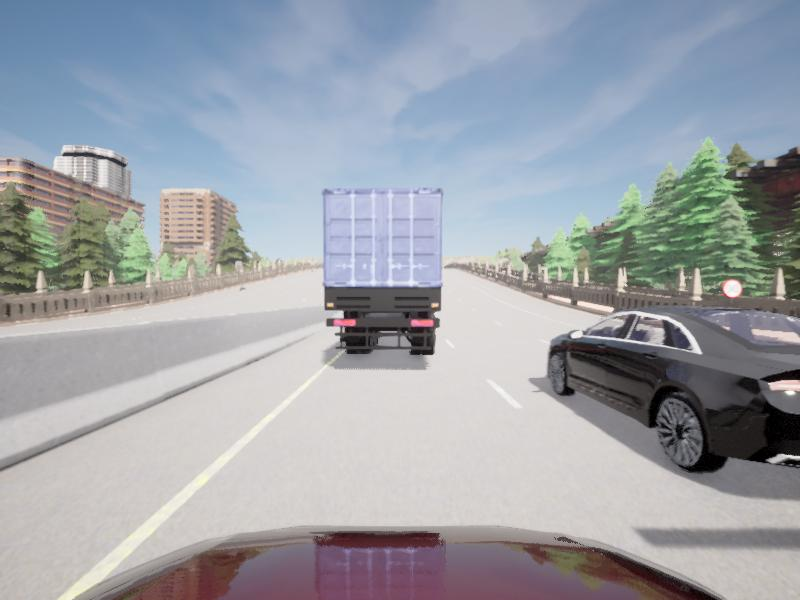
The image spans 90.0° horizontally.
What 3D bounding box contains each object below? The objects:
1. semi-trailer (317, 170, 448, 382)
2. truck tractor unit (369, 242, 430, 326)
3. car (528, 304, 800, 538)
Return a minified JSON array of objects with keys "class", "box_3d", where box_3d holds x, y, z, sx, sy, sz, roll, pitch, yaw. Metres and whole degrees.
[{"class":"semi-trailer","box_3d":[-0.165,-0.754,15.471,2.717,4.402,14.254,0,2,2]},{"class":"truck tractor unit","box_3d":[0.010,-0.996,23.361,3.053,4.208,6.516,0,3,0]},{"class":"car","box_3d":[3.498,0.831,5.132,2.128,1.511,4.902,0,0,0]}]
